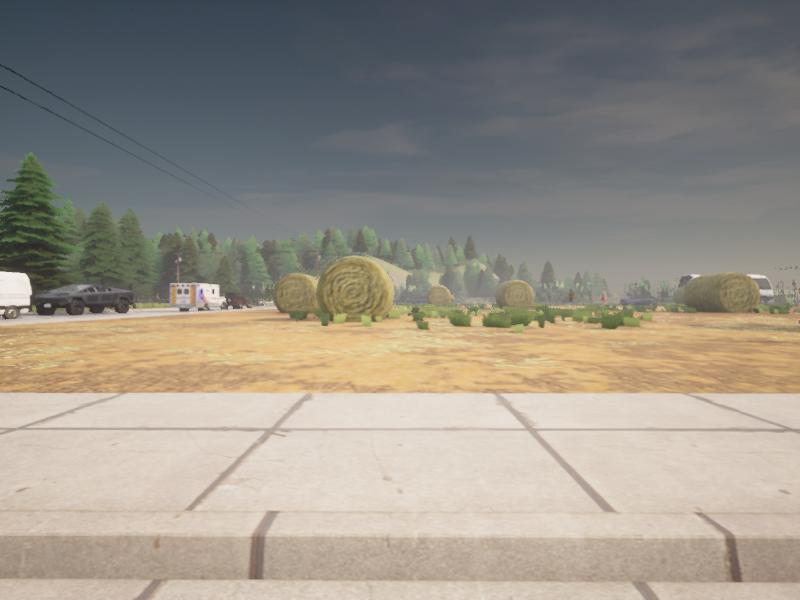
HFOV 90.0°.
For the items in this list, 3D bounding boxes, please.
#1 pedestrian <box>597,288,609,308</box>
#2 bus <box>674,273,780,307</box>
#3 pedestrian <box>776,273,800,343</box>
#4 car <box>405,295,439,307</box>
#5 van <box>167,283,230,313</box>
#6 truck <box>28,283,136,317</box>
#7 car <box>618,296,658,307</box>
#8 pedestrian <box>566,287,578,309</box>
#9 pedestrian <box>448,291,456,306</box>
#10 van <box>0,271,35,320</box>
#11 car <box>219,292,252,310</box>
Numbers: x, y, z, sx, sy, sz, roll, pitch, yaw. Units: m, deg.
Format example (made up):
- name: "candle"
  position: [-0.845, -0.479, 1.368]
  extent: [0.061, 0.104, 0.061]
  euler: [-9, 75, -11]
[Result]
- name: "pedestrian"
  position: [19.388, -0.165, 38.149]
  extent: [0.751, 1.860, 0.751]
  euler: [0, 0, -34]
- name: "bus"
  position: [42.679, -1.230, 52.575]
  extent: [10.273, 4.253, 3.944]
  euler: [0, 0, 4]
- name: "pedestrian"
  position: [7.877, 0.150, 7.605]
  extent: [0.751, 1.300, 0.751]
  euler: [0, 0, 8]
- name: "car"
  position: [3.247, 0.143, 58.972]
  extent: [4.856, 1.649, 2.033]
  euler: [0, 0, 4]
- name: "van"
  position: [-17.894, -0.182, 36.028]
  extent: [2.351, 2.431, 6.366]
  euler: [0, 0, 2]
- name: "truck"
  position: [-21.609, -0.010, 27.730]
  extent: [2.390, 2.098, 6.274]
  euler: [0, 0, 2]
- name: "car"
  position: [31.656, 0.179, 53.301]
  extent: [4.193, 1.474, 1.816]
  euler: [0, 0, 4]
- name: "pedestrian"
  position: [14.753, -0.156, 34.336]
  extent: [0.751, 1.860, 0.751]
  euler: [0, 0, 44]
- name: "pedestrian"
  position: [6.492, -0.152, 50.200]
  extent: [0.751, 1.860, 0.751]
  euler: [0, 0, 26]
- name: "van"
  position: [-21.845, -0.225, 19.857]
  extent: [1.988, 2.561, 5.915]
  euler: [0, 0, 2]
- name: "car"
  position: [-17.698, 0.083, 43.216]
  extent: [1.905, 1.878, 3.866]
  euler: [0, 0, 2]
